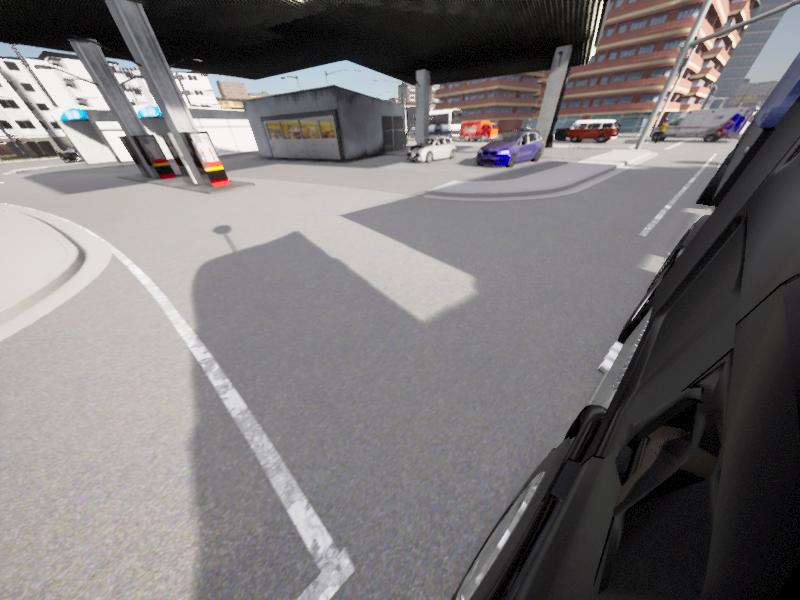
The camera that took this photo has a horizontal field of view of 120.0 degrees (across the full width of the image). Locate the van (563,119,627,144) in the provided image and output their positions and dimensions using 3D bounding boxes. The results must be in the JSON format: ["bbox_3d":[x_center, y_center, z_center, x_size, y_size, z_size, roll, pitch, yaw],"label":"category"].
[{"bbox_3d":[20.845,-18.187,24.967,2.069,2.038,4.480,-29,44,-31],"label":"van"}]

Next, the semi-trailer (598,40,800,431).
[{"bbox_3d":[8.695,-3.605,4.235,14.254,4.402,2.717,-28,44,-30],"label":"semi-trailer"}]

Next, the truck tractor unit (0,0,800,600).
[{"bbox_3d":[2.645,-0.295,0.352,6.516,4.208,3.053,-28,44,-30],"label":"truck tractor unit"}]

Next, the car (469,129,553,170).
[{"bbox_3d":[6.614,-9.057,13.753,4.611,1.667,2.242,-28,44,-30],"label":"car"}]

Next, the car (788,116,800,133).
[{"bbox_3d":[47.771,-20.487,26.843,4.792,1.488,2.163,-28,44,-30],"label":"car"}]

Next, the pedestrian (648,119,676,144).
[{"bbox_3d":[24.040,-15.472,21.250,0.751,1.860,0.751,1,37,4],"label":"pedestrian"}]

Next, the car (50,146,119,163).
[{"bbox_3d":[-43.402,-20.222,32.001,1.930,1.638,5.238,7,38,13],"label":"car"}]

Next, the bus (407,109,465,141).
[{"bbox_3d":[6.193,-31.853,42.298,3.944,4.253,10.273,-29,44,-30],"label":"bus"}]

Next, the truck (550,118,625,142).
[{"bbox_3d":[22.202,-20.391,27.784,2.390,2.098,6.274,-29,45,-31],"label":"truck"}]

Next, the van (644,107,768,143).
[{"bbox_3d":[28.225,-16.413,21.816,2.351,2.431,6.366,-23,41,-25],"label":"van"}]

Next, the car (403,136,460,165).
[{"bbox_3d":[2.345,-11.142,17.075,3.806,1.475,1.970,-28,44,-30],"label":"car"}]

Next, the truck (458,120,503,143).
[{"bbox_3d":[11.551,-24.537,33.674,2.627,2.467,5.204,-29,44,-30],"label":"truck"}]

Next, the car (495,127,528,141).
[{"bbox_3d":[16.217,-24.287,33.838,1.845,1.501,3.633,-29,44,-31],"label":"car"}]

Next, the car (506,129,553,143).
[{"bbox_3d":[16.357,-20.905,29.502,1.895,1.301,4.718,-29,44,-31],"label":"car"}]
